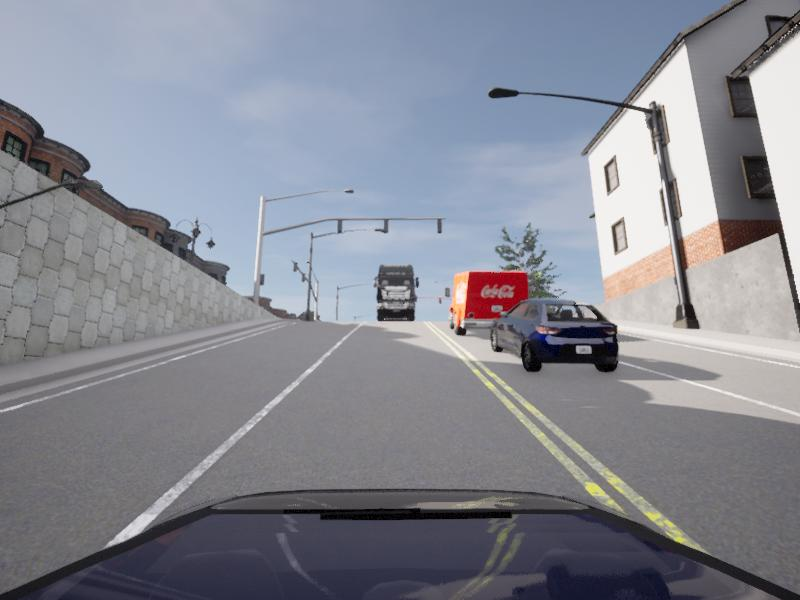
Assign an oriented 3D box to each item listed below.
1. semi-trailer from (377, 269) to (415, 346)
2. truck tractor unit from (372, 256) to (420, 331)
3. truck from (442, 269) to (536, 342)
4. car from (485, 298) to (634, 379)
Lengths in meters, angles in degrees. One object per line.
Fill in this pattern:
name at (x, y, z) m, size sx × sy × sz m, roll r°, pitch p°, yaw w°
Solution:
semi-trailer at (-0.368, 1.300, 36.691) m, size 2.717 × 4.402 × 14.254 m, roll 0°, pitch -12°, yaw -1°
truck tractor unit at (-0.285, -0.217, 28.881) m, size 3.053 × 4.208 × 6.516 m, roll 0°, pitch -10°, yaw -1°
truck at (3.378, 0.144, 16.502) m, size 2.627 × 2.467 × 5.204 m, roll 1°, pitch 1°, yaw -1°
car at (3.405, 0.702, 9.509) m, size 1.816 × 1.474 × 4.193 m, roll 1°, pitch 1°, yaw 0°
